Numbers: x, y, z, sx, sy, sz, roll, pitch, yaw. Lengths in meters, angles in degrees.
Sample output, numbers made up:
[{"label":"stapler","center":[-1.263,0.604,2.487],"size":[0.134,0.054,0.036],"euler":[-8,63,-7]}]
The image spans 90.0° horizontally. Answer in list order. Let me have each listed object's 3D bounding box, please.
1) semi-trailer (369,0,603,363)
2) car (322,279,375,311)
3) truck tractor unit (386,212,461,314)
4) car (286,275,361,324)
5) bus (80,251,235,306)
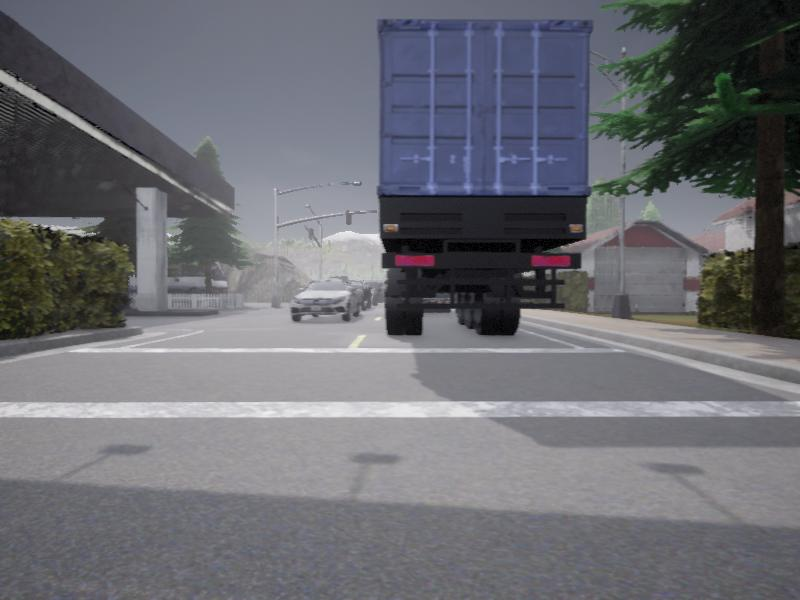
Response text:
[{"label":"semi-trailer","center":[0.980,-1.565,11.815],"size":[2.717,4.402,14.254],"euler":[0,1,0]},{"label":"car","center":[-2.559,-0.276,21.146],"size":[2.128,1.511,4.902],"euler":[0,1,0]},{"label":"truck tractor unit","center":[0.961,-1.598,19.729],"size":[3.053,4.208,6.516],"euler":[0,1,0]},{"label":"car","center":[-2.542,-0.034,14.401],"size":[1.812,1.442,4.674],"euler":[-1,0,0]},{"label":"bus","center":[-19.466,-1.682,32.732],"size":[10.273,4.253,3.944],"euler":[0,1,0]}]
